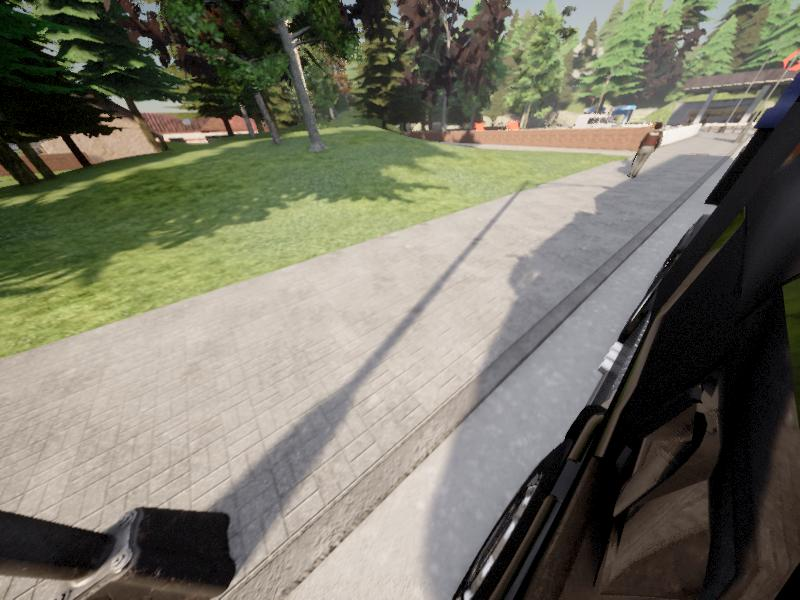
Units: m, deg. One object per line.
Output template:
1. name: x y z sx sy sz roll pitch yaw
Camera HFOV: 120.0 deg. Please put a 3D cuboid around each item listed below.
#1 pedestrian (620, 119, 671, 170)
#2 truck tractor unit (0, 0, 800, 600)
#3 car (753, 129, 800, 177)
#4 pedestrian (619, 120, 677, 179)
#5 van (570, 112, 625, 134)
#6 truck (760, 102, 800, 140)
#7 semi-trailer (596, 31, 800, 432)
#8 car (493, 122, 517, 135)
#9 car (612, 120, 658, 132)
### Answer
1. pedestrian: 11.305 -7.184 10.702 0.751 1.860 0.751 -24 42 -26
2. truck tractor unit: 2.645 -0.295 0.351 6.516 4.208 3.053 -28 44 -30
3. car: 17.111 -6.272 9.735 4.181 1.385 1.994 -28 44 -30
4. pedestrian: 9.646 -5.866 9.059 0.751 1.860 0.751 -28 44 -29
5. van: 31.633 -28.433 37.273 1.988 2.561 5.915 -27 43 -28
6. truck: 34.425 -15.481 19.933 5.204 2.467 2.627 -27 43 -28
7. semi-trailer: 8.778 -3.559 4.135 14.254 4.402 2.717 -27 43 -29
8. car: 21.642 -35.481 47.833 1.905 1.878 3.866 -27 43 -28
9. car: 37.361 -27.683 36.815 1.812 1.442 4.674 -26 43 -28
